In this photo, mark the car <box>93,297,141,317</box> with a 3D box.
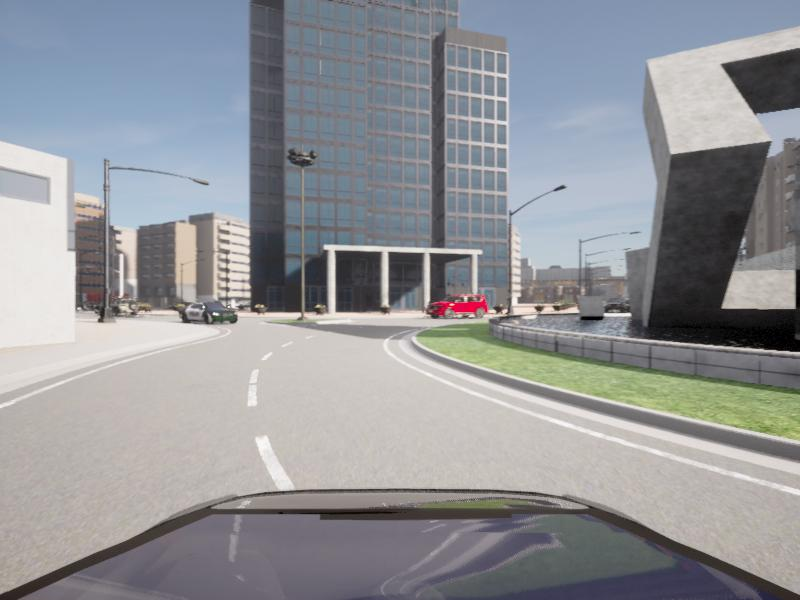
[{"bbox_3d":[-28.158,0.688,39.763,4.605,1.855,1.932,0,0,26],"label":"car"}]

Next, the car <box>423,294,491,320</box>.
[{"bbox_3d":[4.886,0.573,33.819,5.566,2.045,2.150,0,0,-30],"label":"car"}]

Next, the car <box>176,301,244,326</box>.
[{"bbox_3d":[-13.002,0.846,27.294,4.974,1.542,2.038,0,0,36],"label":"car"}]

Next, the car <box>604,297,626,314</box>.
[{"bbox_3d":[24.810,0.637,46.056,1.905,1.878,3.866,0,0,33],"label":"car"}]
